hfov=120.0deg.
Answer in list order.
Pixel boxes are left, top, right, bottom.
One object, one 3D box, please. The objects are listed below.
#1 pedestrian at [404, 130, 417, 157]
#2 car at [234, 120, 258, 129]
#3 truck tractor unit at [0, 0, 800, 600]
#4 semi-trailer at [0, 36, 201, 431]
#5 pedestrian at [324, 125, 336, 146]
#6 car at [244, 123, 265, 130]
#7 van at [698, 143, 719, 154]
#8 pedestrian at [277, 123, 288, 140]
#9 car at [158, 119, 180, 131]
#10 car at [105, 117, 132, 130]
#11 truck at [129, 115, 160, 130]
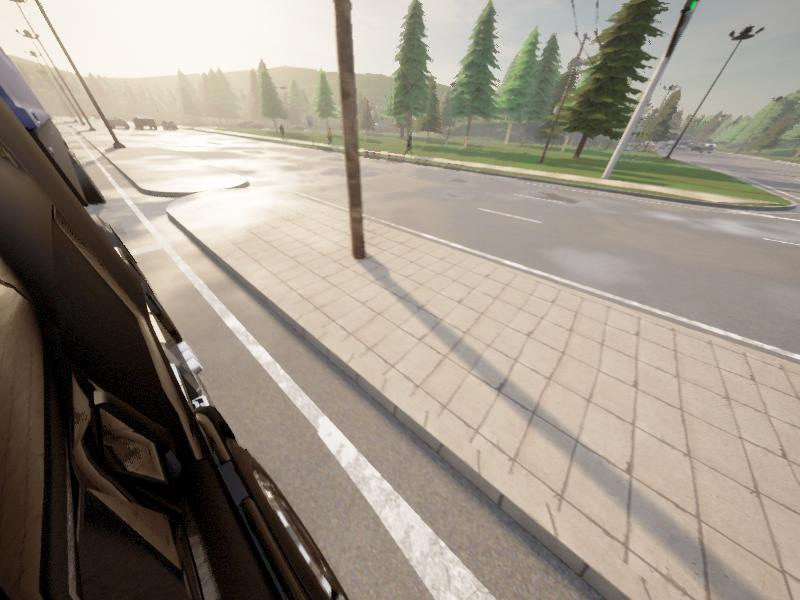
[{"bbox_3d":[0.882,-13.644,20.139,0.751,1.860,0.751,30,45,32],"label":"pedestrian"},{"bbox_3d":[-49.276,-56.248,74.002,2.150,2.045,5.566,29,44,31],"label":"car"},{"bbox_3d":[-2.645,-0.295,0.351,6.516,4.208,3.053,28,44,30],"label":"truck tractor unit"},{"bbox_3d":[-8.663,-3.631,4.259,14.254,4.402,2.717,29,44,30],"label":"semi-trailer"},{"bbox_3d":[-7.915,-18.594,26.183,0.751,1.860,0.751,30,44,31],"label":"pedestrian"},{"bbox_3d":[-44.215,-52.983,70.413,1.837,1.490,4.892,29,44,31],"label":"car"},{"bbox_3d":[80.361,-39.571,60.262,2.069,2.038,4.480,29,44,31],"label":"van"},{"bbox_3d":[-16.232,-23.286,31.915,0.751,1.860,0.751,30,44,31],"label":"pedestrian"},{"bbox_3d":[-45.483,-34.471,45.459,3.988,1.617,1.851,28,44,30],"label":"car"},{"bbox_3d":[-50.384,-31.629,41.317,5.027,1.651,2.152,29,44,30],"label":"car"},{"bbox_3d":[-47.800,-33.177,43.162,6.274,2.098,2.390,29,44,30],"label":"truck"}]
